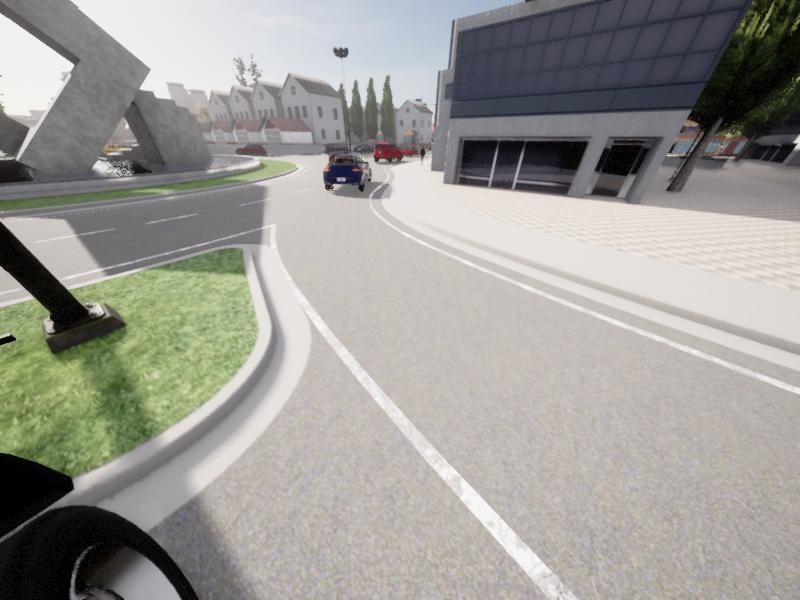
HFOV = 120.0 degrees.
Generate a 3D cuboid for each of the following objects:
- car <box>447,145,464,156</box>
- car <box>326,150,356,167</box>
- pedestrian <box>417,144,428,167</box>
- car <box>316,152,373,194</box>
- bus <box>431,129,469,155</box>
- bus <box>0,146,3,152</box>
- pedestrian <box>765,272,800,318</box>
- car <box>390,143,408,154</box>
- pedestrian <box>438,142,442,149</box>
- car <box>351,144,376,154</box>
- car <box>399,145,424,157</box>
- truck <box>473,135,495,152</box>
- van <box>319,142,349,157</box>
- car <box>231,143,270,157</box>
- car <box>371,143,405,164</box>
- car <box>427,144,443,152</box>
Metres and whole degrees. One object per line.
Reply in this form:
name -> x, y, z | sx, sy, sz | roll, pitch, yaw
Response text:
car -> 11.279, -30.474, 47.024 | 1.851, 1.617, 3.988 | 22, 40, 28
car -> -6.338, -15.621, 25.387 | 1.994, 1.385, 4.181 | 3, 35, 4
pedestrian -> 2.276, -14.538, 23.225 | 0.751, 1.860, 0.751 | 13, 37, 18
car -> -2.964, -7.659, 13.670 | 2.152, 1.651, 5.027 | 1, 35, 0
bus -> 11.240, -35.150, 51.476 | 3.944, 4.253, 10.273 | 22, 40, 28
bus -> -75.877, -28.934, 40.916 | 10.273, 4.253, 3.944 | 23, 40, 29
pedestrian -> 6.344, -0.511, 2.939 | 0.751, 1.860, 0.751 | -1, 35, -3
car -> -0.201, -32.802, 49.959 | 1.905, 1.878, 3.866 | 22, 40, 28
pedestrian -> 13.843, -53.715, 80.253 | 0.751, 1.860, 0.751 | 23, 41, 29
car -> -7.386, -30.621, 46.870 | 2.242, 1.667, 4.611 | 25, 41, 31
car -> 2.091, -26.417, 40.927 | 2.242, 1.667, 4.611 | 20, 39, 26
truck -> 24.431, -45.458, 67.031 | 2.891, 3.827, 8.468 | 22, 40, 28
van -> -11.167, -25.779, 39.497 | 4.442, 1.987, 1.775 | -27, 43, -33
car -> -23.699, -23.999, 36.876 | 4.553, 1.767, 2.097 | -8, 35, -12
car -> -1.398, -18.966, 29.723 | 2.150, 2.045, 5.566 | 13, 36, 17
car -> 9.258, -40.296, 61.210 | 1.930, 1.638, 5.238 | 22, 40, 28
